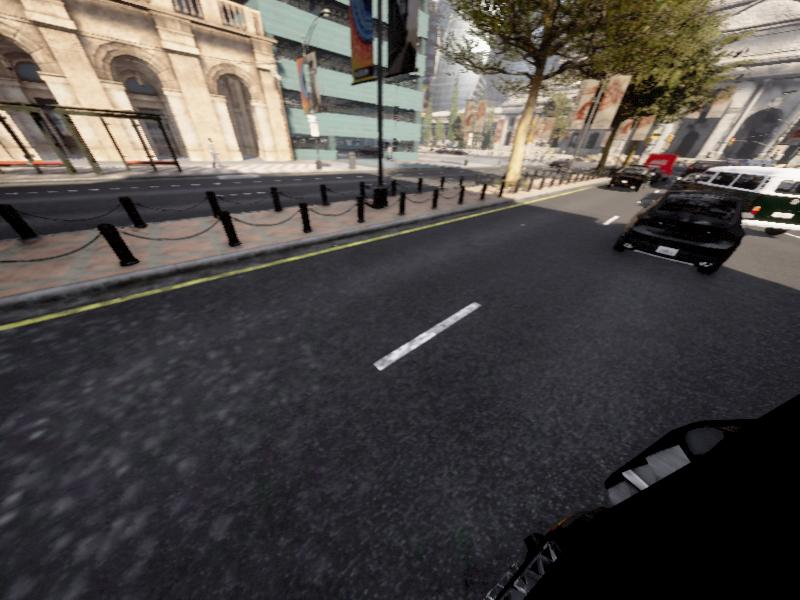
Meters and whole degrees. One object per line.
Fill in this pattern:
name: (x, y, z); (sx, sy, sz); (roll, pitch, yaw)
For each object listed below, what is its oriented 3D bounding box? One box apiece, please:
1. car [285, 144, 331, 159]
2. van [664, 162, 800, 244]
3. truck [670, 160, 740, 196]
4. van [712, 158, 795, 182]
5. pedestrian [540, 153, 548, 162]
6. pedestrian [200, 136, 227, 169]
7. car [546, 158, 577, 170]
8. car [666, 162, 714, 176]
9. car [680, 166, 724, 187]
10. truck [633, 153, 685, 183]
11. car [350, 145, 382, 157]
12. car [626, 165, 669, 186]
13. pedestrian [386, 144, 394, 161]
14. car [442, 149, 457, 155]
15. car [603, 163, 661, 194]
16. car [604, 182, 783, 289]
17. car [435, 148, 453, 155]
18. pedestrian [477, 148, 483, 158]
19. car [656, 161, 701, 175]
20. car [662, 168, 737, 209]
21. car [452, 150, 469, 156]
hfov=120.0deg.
car: (-11.623, -18.973, 29.513); (4.786, 1.482, 2.161); (-25, 43, -34)
van: (13.407, -4.045, 9.051); (2.069, 2.038, 4.480); (16, 36, 19)
truck: (24.568, -10.056, 18.739); (6.274, 2.098, 2.390); (-24, 43, -34)
van: (50.568, -18.749, 33.286); (6.366, 2.431, 2.351); (6, 34, 5)
pedestrian: (33.484, -33.264, 53.882); (0.751, 1.860, 0.751); (-20, 40, -30)
pedestrian: (-12.601, -9.950, 15.621); (0.751, 1.860, 0.751); (-25, 43, -34)
car: (25.165, -21.217, 35.903); (5.357, 1.411, 2.033); (-25, 43, -34)
car: (50.789, -23.032, 40.604); (2.152, 1.651, 5.027); (-24, 43, -34)
car: (31.048, -12.766, 23.765); (4.902, 1.511, 2.128); (-24, 43, -34)
truck: (28.594, -14.643, 25.494); (5.204, 2.467, 2.627); (-24, 43, -34)
car: (-5.625, -24.810, 38.527); (4.902, 1.511, 2.128); (-25, 43, -34)
car: (23.674, -12.002, 22.101); (3.806, 1.475, 1.970); (-24, 43, -34)
pedestrian: (-1.361, -19.911, 31.204); (0.751, 1.860, 0.751); (28, 42, 32)
car: (16.460, -49.022, 76.318); (4.181, 1.385, 1.994); (26, 40, 30)
car: (17.839, -9.417, 17.684); (5.238, 1.638, 1.930); (-24, 43, -34)
car: (7.600, -2.095, 6.211); (4.892, 1.490, 1.837); (-24, 43, -34)
car: (13.977, -47.732, 74.206); (5.357, 1.411, 2.033); (29, 42, 33)
pedestrian: (18.112, -33.234, 52.384); (0.751, 1.860, 0.751); (-18, 40, -28)
car: (47.319, -22.539, 39.332); (2.242, 1.667, 4.611); (-24, 43, -34)
car: (17.962, -6.867, 13.927); (5.238, 1.638, 1.930); (-24, 43, -34)
car: (17.610, -42.662, 67.011); (1.994, 1.385, 4.181); (-24, 43, -34)
